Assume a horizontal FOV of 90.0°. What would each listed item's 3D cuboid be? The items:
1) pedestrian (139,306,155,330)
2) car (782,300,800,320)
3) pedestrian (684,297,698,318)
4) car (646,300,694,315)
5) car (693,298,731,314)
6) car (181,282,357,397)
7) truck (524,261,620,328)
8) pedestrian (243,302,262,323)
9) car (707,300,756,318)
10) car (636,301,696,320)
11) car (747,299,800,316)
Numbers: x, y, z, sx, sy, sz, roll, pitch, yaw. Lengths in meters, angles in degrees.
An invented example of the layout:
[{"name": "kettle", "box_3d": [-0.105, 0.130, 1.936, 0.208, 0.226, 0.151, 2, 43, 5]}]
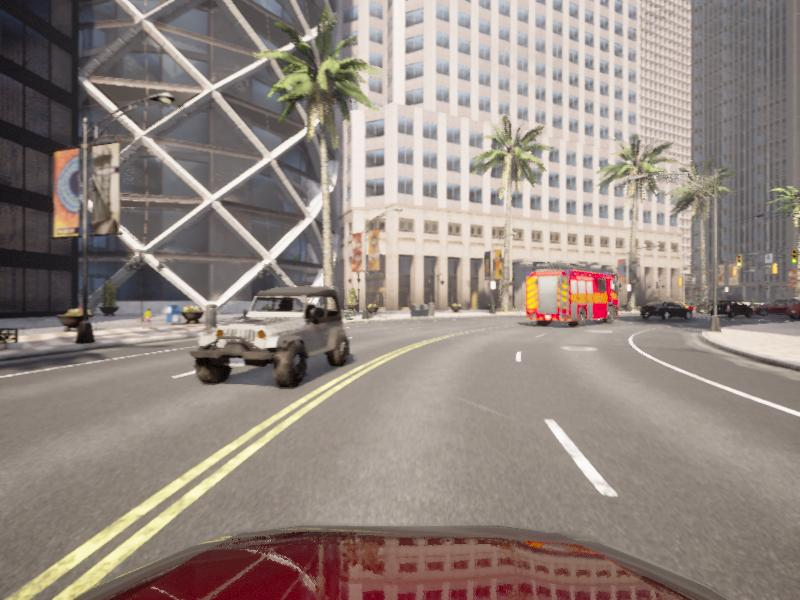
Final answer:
[{"name": "pedestrian", "box_3d": [-12.228, 0.856, 19.336, 0.500, 1.100, 0.500, 0, 0, 26]}, {"name": "car", "box_3d": [34.632, 0.818, 32.539, 5.027, 1.651, 2.152, 0, 0, 2]}, {"name": "pedestrian", "box_3d": [26.762, 0.668, 36.772, 0.751, 1.860, 0.751, 0, 0, 7]}, {"name": "car", "box_3d": [29.820, 0.835, 44.173, 5.366, 1.575, 1.801, 0, 0, -23]}, {"name": "car", "box_3d": [36.727, 0.688, 47.135, 3.866, 1.878, 1.905, 0, 0, -23]}, {"name": "car", "box_3d": [-2.470, 0.645, 8.648, 1.905, 1.878, 3.866, 0, 0, 13]}, {"name": "truck", "box_3d": [11.705, -0.304, 26.718, 8.468, 3.827, 2.891, 0, 0, -44]}, {"name": "pedestrian", "box_3d": [-9.156, 0.760, 24.852, 0.751, 1.300, 0.751, 0, 0, 27]}, {"name": "car", "box_3d": [30.521, 0.823, 36.857, 3.988, 1.617, 1.851, 0, 0, -23]}, {"name": "car", "box_3d": [21.904, 0.867, 32.942, 4.892, 1.490, 1.837, 1, 0, -25]}, {"name": "car", "box_3d": [39.325, 0.738, 41.564, 4.553, 1.767, 2.097, 0, 0, 29]}]
